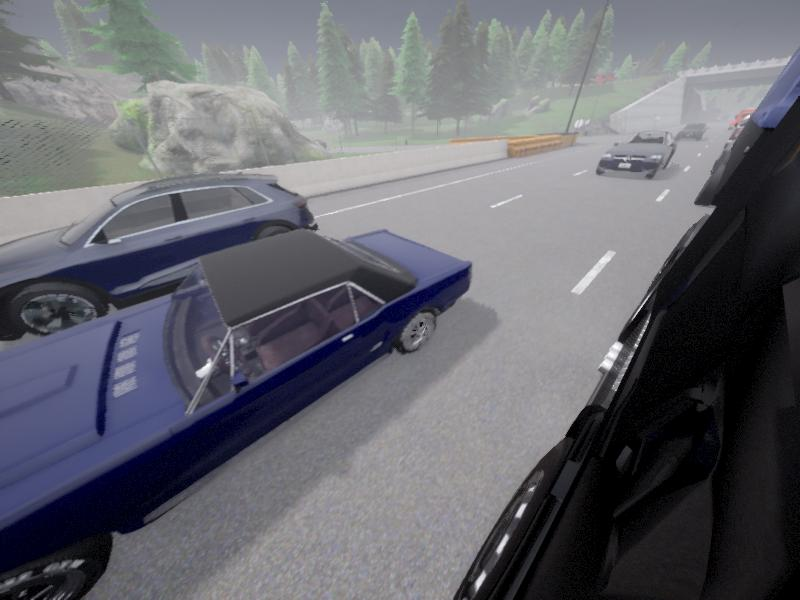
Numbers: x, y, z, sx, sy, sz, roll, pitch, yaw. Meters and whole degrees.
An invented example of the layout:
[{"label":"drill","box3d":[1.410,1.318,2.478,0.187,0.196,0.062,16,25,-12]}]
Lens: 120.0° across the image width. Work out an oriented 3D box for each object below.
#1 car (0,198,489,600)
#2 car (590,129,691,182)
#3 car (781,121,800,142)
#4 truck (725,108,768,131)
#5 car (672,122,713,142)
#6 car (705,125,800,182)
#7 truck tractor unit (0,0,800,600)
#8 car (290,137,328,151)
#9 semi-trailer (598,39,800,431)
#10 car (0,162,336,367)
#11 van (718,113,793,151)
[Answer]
[{"label":"car","box3d":[-1.402,0.279,2.281,4.718,1.301,1.895,-29,44,-31]},{"label":"car","box3d":[11.491,-7.027,11.013,5.027,1.651,2.152,-29,44,-31]},{"label":"car","box3d":[34.906,-14.376,19.635,4.181,1.385,1.994,-29,44,-31]},{"label":"truck","box3d":[52.253,-27.268,34.936,5.204,2.467,2.627,-29,44,-31]},{"label":"car","box3d":[30.256,-17.416,23.895,4.892,1.490,1.837,-29,44,-31]},{"label":"car","box3d":[15.693,-6.569,10.134,4.856,1.649,2.033,-29,44,-31]},{"label":"truck tractor unit","box3d":[2.645,-0.295,0.351,6.516,4.208,3.053,-28,44,-30]},{"label":"car","box3d":[-13.441,-23.085,34.163,4.974,1.542,2.038,15,40,22]},{"label":"semi-trailer","box3d":[8.675,-3.612,4.263,14.254,4.402,2.717,-28,44,-30]},{"label":"car","box3d":[-3.988,-1.205,4.153,4.856,1.649,2.033,-29,44,-31]},{"label":"van","box3d":[25.867,-12.411,16.996,4.480,2.038,2.069,-29,44,-31]}]
